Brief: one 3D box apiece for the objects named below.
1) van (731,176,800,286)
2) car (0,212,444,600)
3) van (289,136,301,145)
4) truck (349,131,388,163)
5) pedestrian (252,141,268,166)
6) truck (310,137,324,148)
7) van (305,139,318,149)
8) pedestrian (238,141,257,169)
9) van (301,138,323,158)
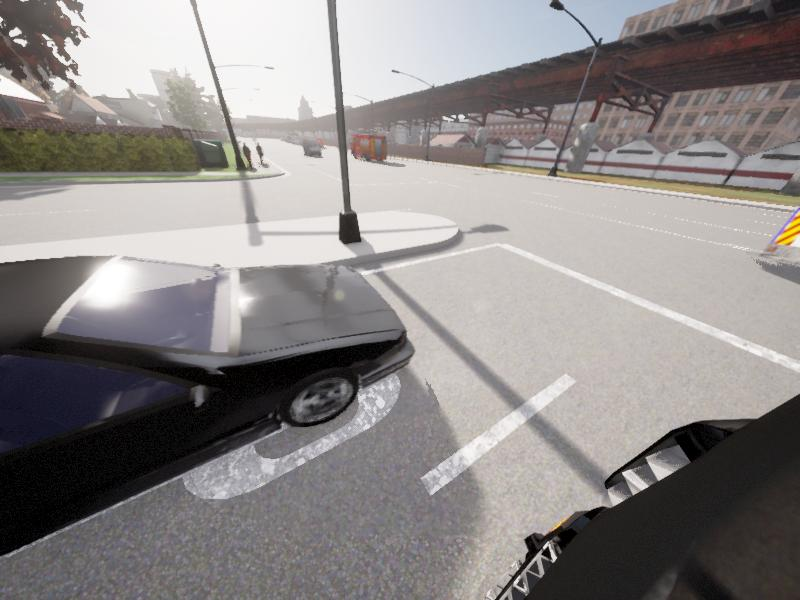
[{"bbox_3d":[11.430,-0.676,3.650,6.366,2.431,2.351,18,27,20],"label":"van"},{"bbox_3d":[-2.519,0.543,1.671,5.357,1.411,2.033,-16,38,-26],"label":"car"},{"bbox_3d":[-36.919,-56.126,81.207,2.351,2.431,6.366,-16,39,-26],"label":"van"},{"bbox_3d":[-5.193,-24.614,37.111,2.891,3.827,8.468,-15,38,-25],"label":"truck"},{"bbox_3d":[-12.691,-13.284,20.967,0.751,1.860,0.751,-9,35,-18],"label":"pedestrian"},{"bbox_3d":[-25.558,-48.497,71.228,2.627,2.467,5.204,-16,39,-26],"label":"truck"},{"bbox_3d":[-24.545,-43.321,64.232,2.069,2.038,4.480,-16,39,-26],"label":"van"},{"bbox_3d":[-11.918,-11.332,18.087,0.751,1.860,0.751,-16,38,-26],"label":"pedestrian"},{"bbox_3d":[-15.189,-26.164,39.730,1.988,2.561,5.915,-16,38,-26],"label":"van"}]
